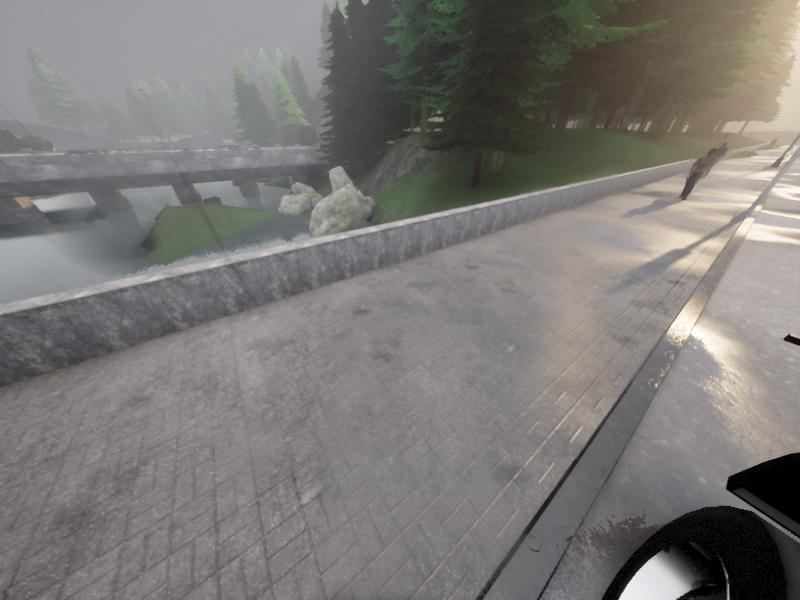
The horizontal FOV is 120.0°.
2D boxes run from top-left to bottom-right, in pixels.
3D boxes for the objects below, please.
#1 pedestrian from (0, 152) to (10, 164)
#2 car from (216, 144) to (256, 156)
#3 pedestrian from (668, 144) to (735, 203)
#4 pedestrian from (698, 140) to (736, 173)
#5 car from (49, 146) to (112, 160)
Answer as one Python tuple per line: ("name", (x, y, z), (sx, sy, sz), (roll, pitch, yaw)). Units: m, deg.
("pedestrian", (-42.029, -15.097, 23.811), (0.751, 1.860, 0.751), (-14, 38, -19))
("car", (-26.163, -24.098, 37.002), (4.892, 1.490, 1.837), (-22, 40, -28))
("pedestrian", (11.368, -4.803, 8.802), (0.751, 1.860, 0.751), (29, 44, 35))
("pedestrian", (21.787, -9.878, 15.924), (0.751, 1.860, 0.751), (-29, 44, -34))
("car", (-42.965, -19.933, 31.264), (4.674, 1.442, 1.812), (-22, 40, -27))
